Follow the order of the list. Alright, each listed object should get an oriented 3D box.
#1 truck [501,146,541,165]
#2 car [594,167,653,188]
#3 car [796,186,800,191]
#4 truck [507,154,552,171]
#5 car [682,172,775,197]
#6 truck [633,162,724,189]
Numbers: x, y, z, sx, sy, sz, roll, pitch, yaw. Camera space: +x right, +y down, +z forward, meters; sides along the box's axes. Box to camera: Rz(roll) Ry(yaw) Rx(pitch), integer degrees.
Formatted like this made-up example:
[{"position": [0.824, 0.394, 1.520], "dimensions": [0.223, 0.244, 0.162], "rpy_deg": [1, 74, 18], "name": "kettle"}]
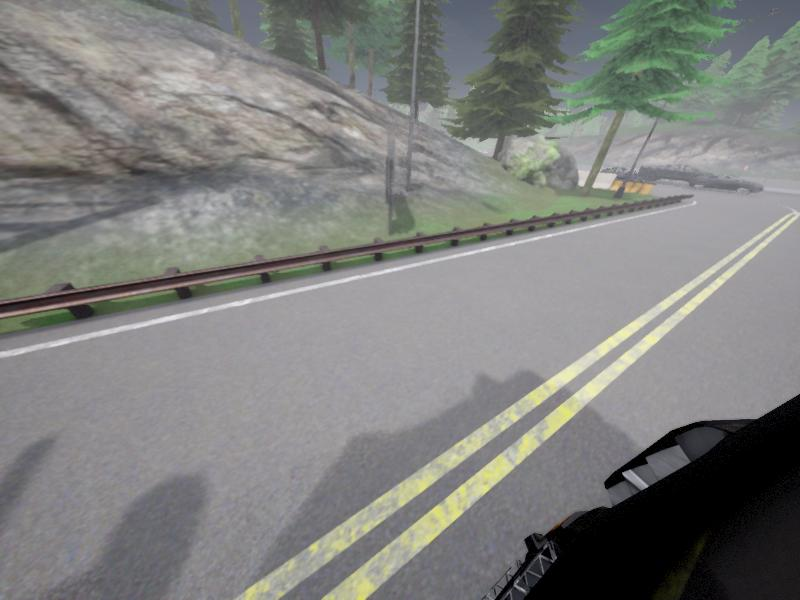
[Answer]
[{"position": [32.013, -38.687, 61.641], "dimensions": [2.891, 3.827, 8.468], "rpy_deg": [-17, 38, -27], "name": "truck"}, {"position": [22.753, -12.657, 23.735], "dimensions": [1.789, 1.549, 3.705], "rpy_deg": [-16, 38, -27], "name": "car"}, {"position": [49.987, -12.880, 26.162], "dimensions": [1.882, 1.535, 5.008], "rpy_deg": [-16, 38, -27], "name": "car"}, {"position": [22.676, -24.278, 40.762], "dimensions": [2.390, 2.098, 6.274], "rpy_deg": [-16, 38, -27], "name": "truck"}, {"position": [31.839, -11.428, 22.616], "dimensions": [2.128, 1.511, 4.902], "rpy_deg": [-17, 38, -27], "name": "car"}, {"position": [32.493, -14.848, 27.288], "dimensions": [2.390, 2.098, 6.274], "rpy_deg": [-16, 38, -27], "name": "truck"}]
